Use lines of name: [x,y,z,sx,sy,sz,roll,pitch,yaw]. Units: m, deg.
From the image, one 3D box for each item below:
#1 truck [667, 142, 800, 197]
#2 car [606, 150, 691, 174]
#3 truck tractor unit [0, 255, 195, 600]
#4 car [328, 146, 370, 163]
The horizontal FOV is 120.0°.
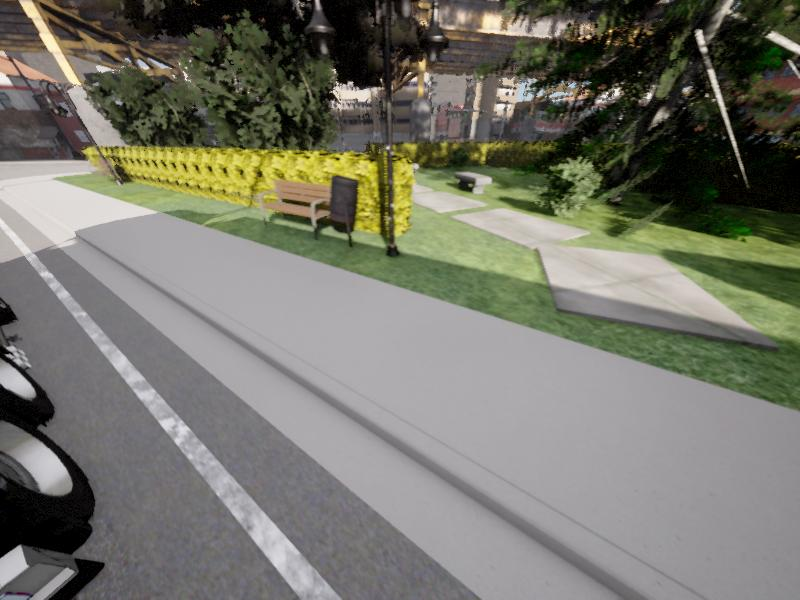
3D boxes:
truck: [19.596,-7.185,12.414,2.390,2.098,6.274,-8,35,-11]
car: [21.047,-12.002,19.929,1.812,1.442,4.674,-8,35,-11]
truck tractor unit: [-5.097,-0.312,0.809,6.516,4.208,3.053,19,39,25]
car: [-6.582,-18.957,30.020,5.027,1.651,2.152,-8,35,-11]
